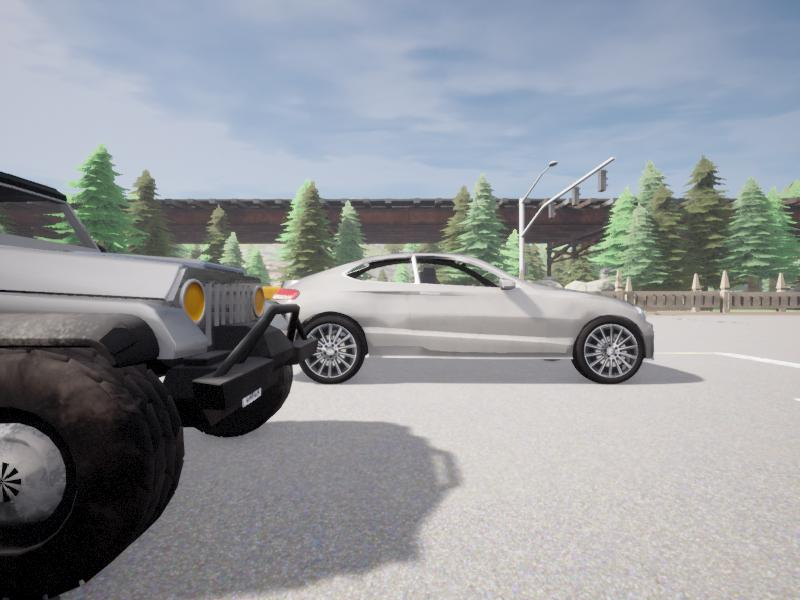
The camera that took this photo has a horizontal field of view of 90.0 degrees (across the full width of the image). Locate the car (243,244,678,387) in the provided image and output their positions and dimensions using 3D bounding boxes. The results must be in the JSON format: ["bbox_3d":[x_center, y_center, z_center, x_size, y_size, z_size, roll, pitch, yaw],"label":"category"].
[{"bbox_3d":[0.699,0.181,5.701,5.027,1.651,2.152,0,0,0],"label":"car"}]

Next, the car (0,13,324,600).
[{"bbox_3d":[-2.535,0.046,2.201,3.866,1.878,1.905,0,0,0],"label":"car"}]
